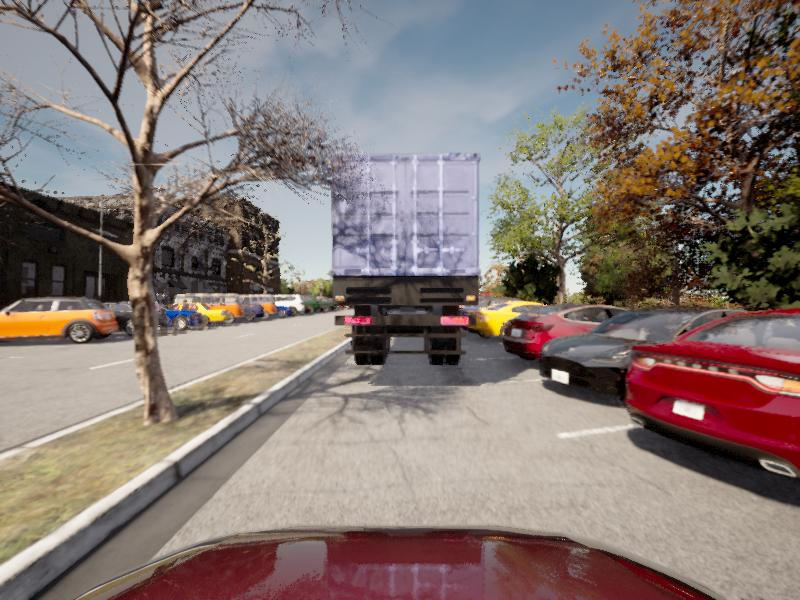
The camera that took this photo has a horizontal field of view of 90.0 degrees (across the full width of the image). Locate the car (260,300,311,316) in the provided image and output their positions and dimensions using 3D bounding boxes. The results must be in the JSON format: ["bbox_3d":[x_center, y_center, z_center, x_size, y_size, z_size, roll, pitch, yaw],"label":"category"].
[{"bbox_3d":[-11.876,0.802,41.676,5.008,1.535,2.097,-1,0,-17],"label":"car"}]

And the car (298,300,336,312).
[{"bbox_3d":[-11.206,0.824,53.692,4.792,1.488,2.163,-1,0,-17],"label":"car"}]

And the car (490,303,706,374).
[{"bbox_3d":[4.965,0.850,10.193,4.792,1.488,2.163,1,0,-18],"label":"car"}]

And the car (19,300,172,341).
[{"bbox_3d":[-13.056,0.813,17.617,4.892,1.521,2.231,-1,0,-18],"label":"car"}]

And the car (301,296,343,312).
[{"bbox_3d":[-11.049,0.542,56.698,5.566,2.045,2.435,-1,0,-17],"label":"car"}]

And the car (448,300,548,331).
[{"bbox_3d":[5.342,0.812,22.032,4.892,1.521,2.231,1,0,-17],"label":"car"}]

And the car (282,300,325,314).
[{"bbox_3d":[-11.525,0.828,47.689,4.792,1.488,2.163,-1,0,-17],"label":"car"}]

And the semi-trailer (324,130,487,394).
[{"bbox_3d":[0.283,-0.626,13.823,2.717,4.402,14.254,0,0,2],"label":"semi-trailer"}]

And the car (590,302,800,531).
[{"bbox_3d":[4.820,0.824,4.256,5.008,1.535,2.097,1,0,-19],"label":"car"}]

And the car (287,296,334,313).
[{"bbox_3d":[-11.372,0.545,50.692,5.566,2.045,2.435,-1,0,-17],"label":"car"}]

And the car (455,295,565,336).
[{"bbox_3d":[5.195,0.687,19.057,4.553,1.767,2.185,1,0,-18],"label":"car"}]

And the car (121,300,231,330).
[{"bbox_3d":[-12.982,0.810,23.582,5.366,1.575,1.946,-1,0,-17],"label":"car"}]

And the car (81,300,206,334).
[{"bbox_3d":[-12.953,0.811,20.634,5.008,1.535,2.097,-1,0,-18],"label":"car"}]

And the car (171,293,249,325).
[{"bbox_3d":[-12.553,0.582,26.692,4.442,1.987,1.878,-1,0,-17],"label":"car"}]

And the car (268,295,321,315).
[{"bbox_3d":[-11.741,0.549,44.662,5.566,2.045,2.435,-1,0,-17],"label":"car"}]

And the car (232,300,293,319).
[{"bbox_3d":[-12.195,0.805,35.674,5.008,1.535,2.097,-1,0,-17],"label":"car"}]

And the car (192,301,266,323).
[{"bbox_3d":[-12.535,0.838,29.651,4.792,1.488,2.163,-1,0,-17],"label":"car"}]

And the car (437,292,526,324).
[{"bbox_3d":[5.659,0.555,27.977,5.566,2.045,2.435,1,0,-17],"label":"car"}]

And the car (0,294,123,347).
[{"bbox_3d":[-13.156,0.687,14.598,4.553,1.767,2.185,-1,0,-18],"label":"car"}]

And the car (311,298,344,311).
[{"bbox_3d":[-10.874,0.666,59.689,4.553,1.767,2.185,-1,0,-17],"label":"car"}]

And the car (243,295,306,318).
[{"bbox_3d":[-12.061,0.552,38.663,5.566,2.045,2.435,-1,0,-17],"label":"car"}]

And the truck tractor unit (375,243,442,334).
[{"bbox_3d":[0.522,-0.535,21.733,3.053,4.208,6.516,0,0,2],"label":"truck tractor unit"}]

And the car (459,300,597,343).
[{"bbox_3d":[5.103,0.815,16.103,5.008,1.535,2.097,1,0,-18],"label":"car"}]

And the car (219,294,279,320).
[{"bbox_3d":[-12.244,0.579,32.709,4.442,1.987,1.878,-1,0,-17],"label":"car"}]

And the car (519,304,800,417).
[{"bbox_3d":[4.843,0.852,7.201,4.792,1.488,2.163,1,0,-19],"label":"car"}]
